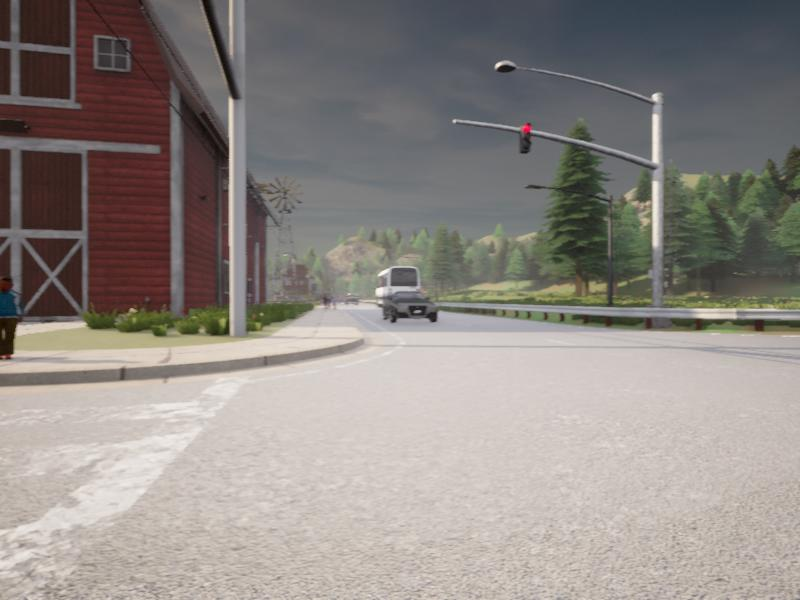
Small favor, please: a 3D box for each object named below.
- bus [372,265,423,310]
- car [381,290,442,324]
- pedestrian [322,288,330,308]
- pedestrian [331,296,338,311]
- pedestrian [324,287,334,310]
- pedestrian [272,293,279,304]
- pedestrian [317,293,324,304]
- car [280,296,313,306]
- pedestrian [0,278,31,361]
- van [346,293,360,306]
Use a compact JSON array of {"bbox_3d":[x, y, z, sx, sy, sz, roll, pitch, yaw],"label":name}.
[{"bbox_3d":[-0.560,-1.198,43.780,3.944,4.253,10.273,0,0,-10],"label":"bus"},{"bbox_3d":[0.384,0.291,18.377,1.994,1.385,4.181,0,0,-10],"label":"car"},{"bbox_3d":[-6.882,-0.156,37.149,0.751,1.860,0.751,0,0,-12],"label":"pedestrian"},{"bbox_3d":[-4.925,0.234,30.081,0.500,1.100,0.500,0,0,-12],"label":"pedestrian"},{"bbox_3d":[-5.847,-0.150,33.013,0.751,1.860,0.751,0,0,0],"label":"pedestrian"},{"bbox_3d":[-20.958,-0.192,67.354,0.751,1.860,0.751,0,0,10],"label":"pedestrian"},{"bbox_3d":[-13.461,-0.204,67.813,0.751,1.860,0.751,0,0,21],"label":"pedestrian"},{"bbox_3d":[-15.506,0.180,60.132,4.792,1.488,2.163,0,0,-11],"label":"car"},{"bbox_3d":[-5.384,0.255,5.461,0.500,1.100,0.500,0,0,-43],"label":"pedestrian"},{"bbox_3d":[-7.818,-0.122,66.053,2.069,2.038,4.480,0,0,-10],"label":"van"}]
